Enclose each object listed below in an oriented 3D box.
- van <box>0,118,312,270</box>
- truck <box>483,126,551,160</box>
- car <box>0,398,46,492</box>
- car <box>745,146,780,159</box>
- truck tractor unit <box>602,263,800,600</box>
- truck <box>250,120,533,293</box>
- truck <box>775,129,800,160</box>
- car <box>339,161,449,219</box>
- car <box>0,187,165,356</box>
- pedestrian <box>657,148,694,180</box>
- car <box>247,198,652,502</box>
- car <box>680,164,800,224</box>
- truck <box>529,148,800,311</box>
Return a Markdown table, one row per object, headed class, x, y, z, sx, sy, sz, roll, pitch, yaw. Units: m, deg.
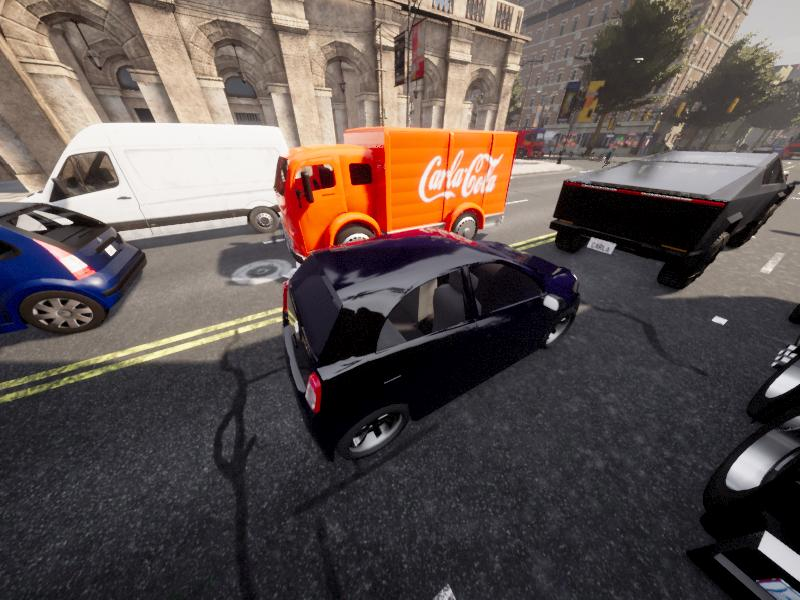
| class | x | y | z | sx | sy | sz | roll | pitch | yaw |
| --- | --- | --- | --- | --- | --- | --- | --- | --- | --- |
| van | -5.825 | -3.006 | 6.048 | 5.915 | 2.561 | 1.988 | -18 | 39 | -24 |
| truck | 17.170 | -23.834 | 34.994 | 2.891 | 3.827 | 8.468 | -18 | 39 | -24 |
| car | -4.891 | 1.714 | 0.164 | 4.514 | 1.525 | 2.007 | -18 | 39 | -24 |
| car | 58.475 | -23.865 | 37.254 | 5.238 | 1.638 | 1.930 | -19 | 39 | -25 |
| truck tractor unit | 5.107 | -0.305 | 0.784 | 6.516 | 4.208 | 3.053 | -18 | 39 | -24 |
| truck | -0.092 | -2.527 | 5.463 | 5.204 | 2.467 | 2.627 | -18 | 39 | -24 |
| truck | 61.408 | -23.414 | 34.719 | 8.468 | 3.827 | 2.891 | -18 | 39 | -25 |
| car | -0.200 | -4.417 | 8.998 | 3.633 | 1.501 | 1.845 | -18 | 39 | -24 |
| car | -6.145 | -0.215 | 2.854 | 3.988 | 1.617 | 1.851 | -18 | 39 | -24 |
| pedestrian | 18.921 | -9.343 | 15.879 | 0.751 | 1.860 | 0.751 | -20 | 40 | -27 |
| car | 0.565 | -0.045 | 2.727 | 3.633 | 1.501 | 1.845 | -18 | 39 | -24 |
| car | 13.174 | -4.161 | 8.776 | 3.806 | 1.475 | 1.970 | -18 | 39 | -25 |
| truck | 6.359 | -2.163 | 5.312 | 6.274 | 2.098 | 2.390 | -18 | 39 | -24 |
